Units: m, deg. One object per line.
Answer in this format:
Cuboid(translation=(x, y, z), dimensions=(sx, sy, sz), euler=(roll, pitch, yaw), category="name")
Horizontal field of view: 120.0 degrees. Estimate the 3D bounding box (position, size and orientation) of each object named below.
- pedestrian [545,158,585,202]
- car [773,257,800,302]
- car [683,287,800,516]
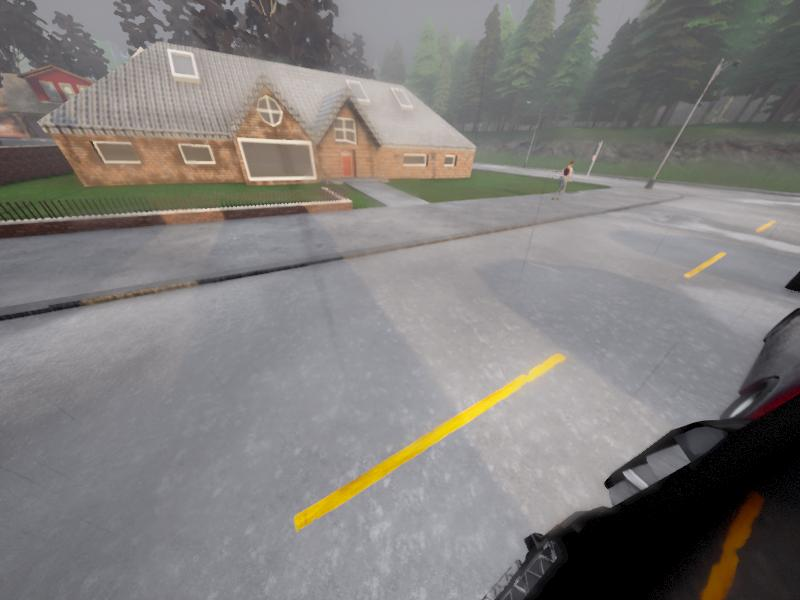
Cuboid(translation=(8.239, -5.989, 11.594), dimensions=(0.751, 1.860, 0.751), euler=(-11, 36, -20), category="pedestrian")
Cuboid(translation=(9.758, -0.786, 4.471), dimensions=(4.193, 1.474, 1.816), euler=(-16, 38, -26), category="car")
Cuboid(translation=(4.702, 0.666, 1.874), dimensions=(3.633, 1.501, 1.845), euler=(-16, 38, -26), category="car")
